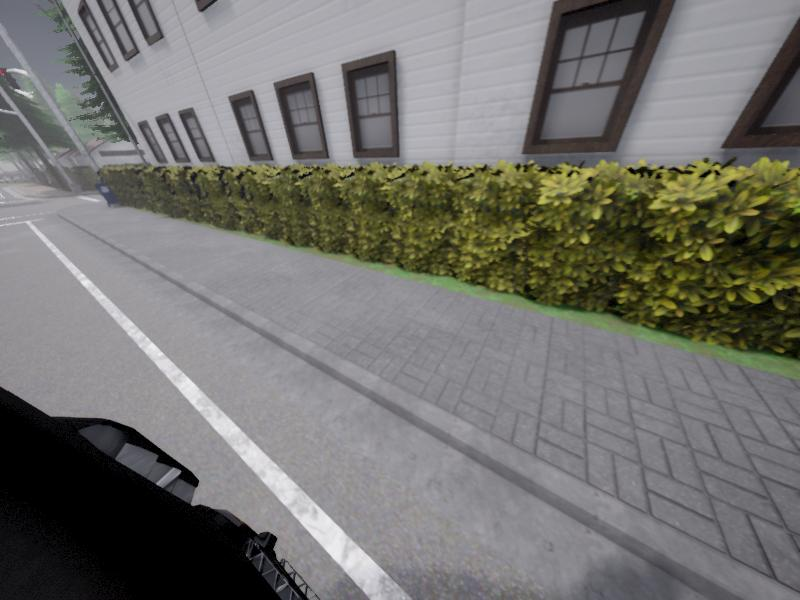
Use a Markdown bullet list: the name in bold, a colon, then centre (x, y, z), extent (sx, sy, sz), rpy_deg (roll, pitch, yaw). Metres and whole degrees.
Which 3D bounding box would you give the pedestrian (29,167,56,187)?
- **pedestrian**: centre (-38.319, -13.180, 24.751), extent (0.751, 1.860, 0.751), rpy_deg (20, 40, 31)
